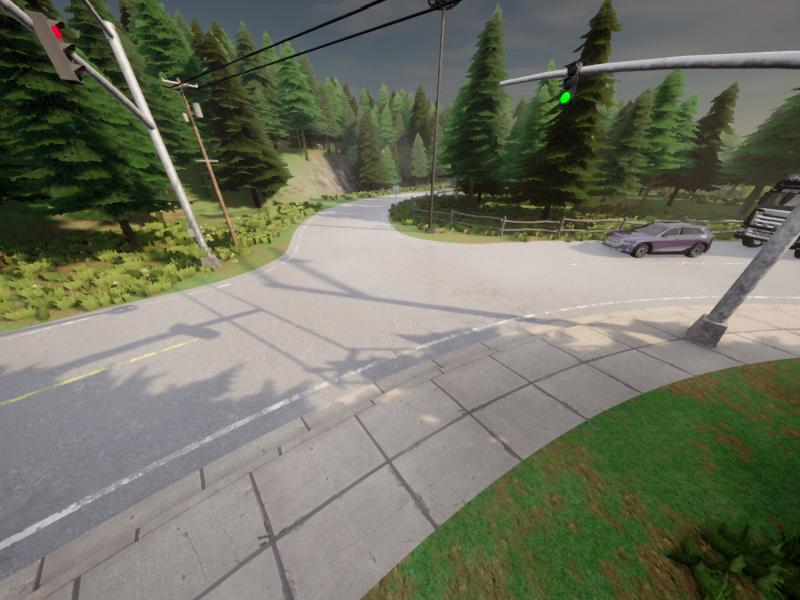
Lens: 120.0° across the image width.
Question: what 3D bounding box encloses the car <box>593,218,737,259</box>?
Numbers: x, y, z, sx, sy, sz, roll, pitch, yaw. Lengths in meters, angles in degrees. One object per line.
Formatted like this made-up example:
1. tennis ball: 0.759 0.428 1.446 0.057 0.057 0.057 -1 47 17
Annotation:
1. car: 13.963 -3.365 12.511 4.856 1.649 2.033 0 30 0

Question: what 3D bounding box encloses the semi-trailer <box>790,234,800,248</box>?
1. semi-trailer: 30.635 -4.394 11.504 14.254 4.402 2.717 1 30 1

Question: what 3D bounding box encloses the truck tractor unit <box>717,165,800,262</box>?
1. truck tractor unit: 22.726 -4.415 11.743 6.516 4.208 3.053 1 30 1
